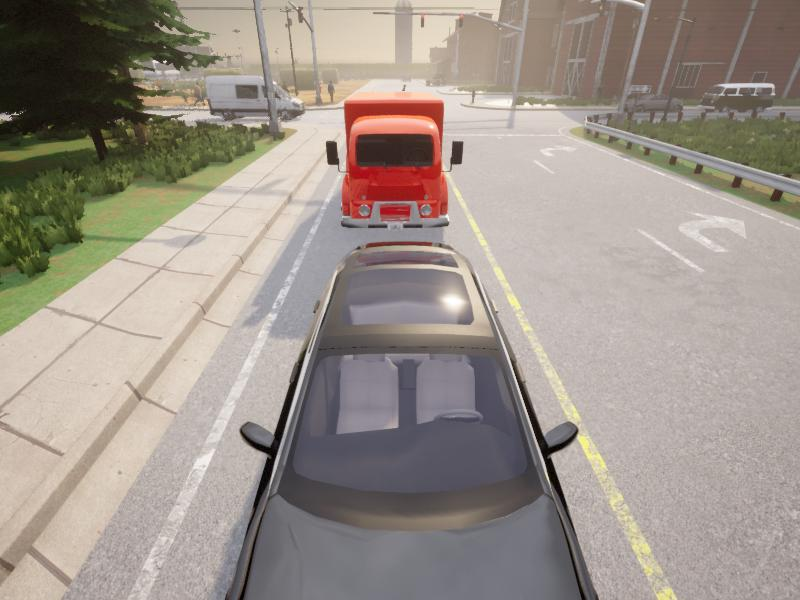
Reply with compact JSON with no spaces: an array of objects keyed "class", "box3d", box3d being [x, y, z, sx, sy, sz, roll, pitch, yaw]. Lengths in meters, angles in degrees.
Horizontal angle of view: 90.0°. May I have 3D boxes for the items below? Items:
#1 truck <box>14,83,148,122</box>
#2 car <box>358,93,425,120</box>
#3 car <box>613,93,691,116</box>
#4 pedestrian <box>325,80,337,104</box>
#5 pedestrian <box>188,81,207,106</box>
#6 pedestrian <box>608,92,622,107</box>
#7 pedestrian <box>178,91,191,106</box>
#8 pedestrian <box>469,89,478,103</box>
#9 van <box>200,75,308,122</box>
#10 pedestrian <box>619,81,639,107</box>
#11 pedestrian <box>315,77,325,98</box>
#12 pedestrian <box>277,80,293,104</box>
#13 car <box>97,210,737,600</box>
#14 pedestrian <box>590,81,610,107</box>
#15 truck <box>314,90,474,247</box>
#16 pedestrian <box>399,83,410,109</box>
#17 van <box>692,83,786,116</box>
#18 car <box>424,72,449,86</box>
[{"class":"truck","box3d":[-20.542,-12.915,26.107,6.274,2.098,2.390,0,30,0]},{"class":"car","box3d":[-0.584,-13.476,27.774,4.181,1.385,1.994,-15,34,-24]},{"class":"car","box3d":[18.374,-14.351,29.311,4.181,1.385,1.994,0,30,0]},{"class":"pedestrian","box3d":[-6.062,-18.404,35.357,0.751,1.860,0.751,-10,32,-17]},{"class":"pedestrian","box3d":[-16.964,-17.363,33.601,0.751,1.860,0.751,1,30,2]},{"class":"pedestrian","box3d":[17.538,-16.346,32.644,0.500,1.100,0.500,-5,31,-8]},{"class":"pedestrian","box3d":[-18.029,-16.831,33.455,0.500,1.100,0.500,2,30,3]},{"class":"pedestrian","box3d":[6.625,-18.384,36.077,0.500,1.100,0.500,-19,35,-29]},{"class":"van","box3d":[-9.270,-13.097,25.990,5.915,2.561,1.988,0,30,0]},{"class":"pedestrian","box3d":[18.663,-16.773,32.623,0.751,1.860,0.751,-3,30,-6]},{"class":"pedestrian","box3d":[-8.489,-22.619,42.575,0.751,1.860,0.751,-11,32,-18]},{"class":"pedestrian","box3d":[-10.096,-18.282,35.146,0.751,1.860,0.751,18,35,28]},{"class":"car","box3d":[0.055,0.761,3.240,2.128,1.511,4.902,0,30,0]},{"class":"pedestrian","box3d":[16.407,-16.877,32.799,0.751,1.860,0.751,-8,31,-14]},{"class":"truck","box3d":[-0.137,-3.421,9.427,2.627,2.467,5.204,-1,30,-1]},{"class":"pedestrian","box3d":[0.348,-16.814,32.936,0.751,1.860,0.751,-4,31,-7]},{"class":"van","box3d":[24.557,-14.638,29.140,4.480,2.038,2.069,0,30,0]},{"class":"car","box3d":[6.293,-37.973,68.885,1.905,1.878,3.866,-31,40,-33]}]
